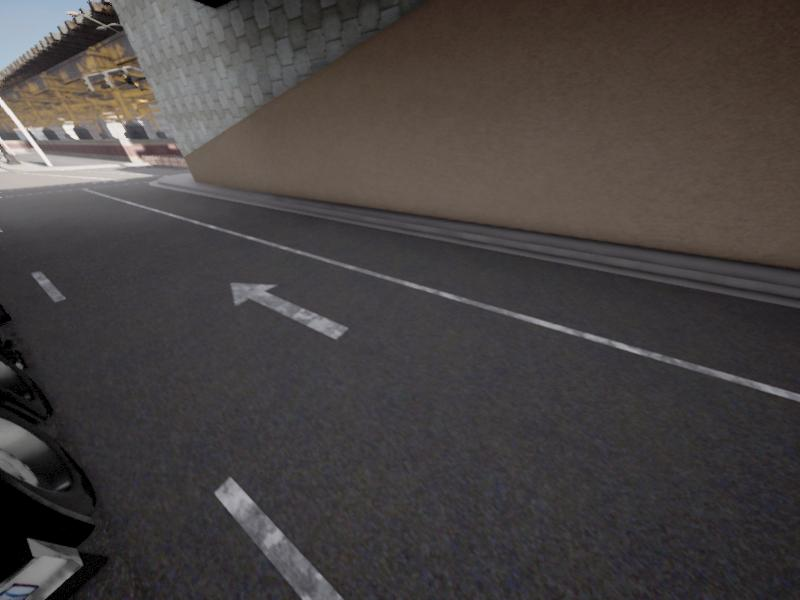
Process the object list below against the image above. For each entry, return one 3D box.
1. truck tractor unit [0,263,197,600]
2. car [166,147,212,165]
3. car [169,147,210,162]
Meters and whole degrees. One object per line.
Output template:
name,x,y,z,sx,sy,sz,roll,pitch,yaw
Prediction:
truck tractor unit,-5.111,-0.300,0.786,6.516,4.208,3.053,18,39,24
car,-25.194,-17.437,27.890,2.038,1.542,4.974,-9,36,-12
car,-25.209,-17.595,27.841,1.853,1.218,4.536,-9,36,-12
